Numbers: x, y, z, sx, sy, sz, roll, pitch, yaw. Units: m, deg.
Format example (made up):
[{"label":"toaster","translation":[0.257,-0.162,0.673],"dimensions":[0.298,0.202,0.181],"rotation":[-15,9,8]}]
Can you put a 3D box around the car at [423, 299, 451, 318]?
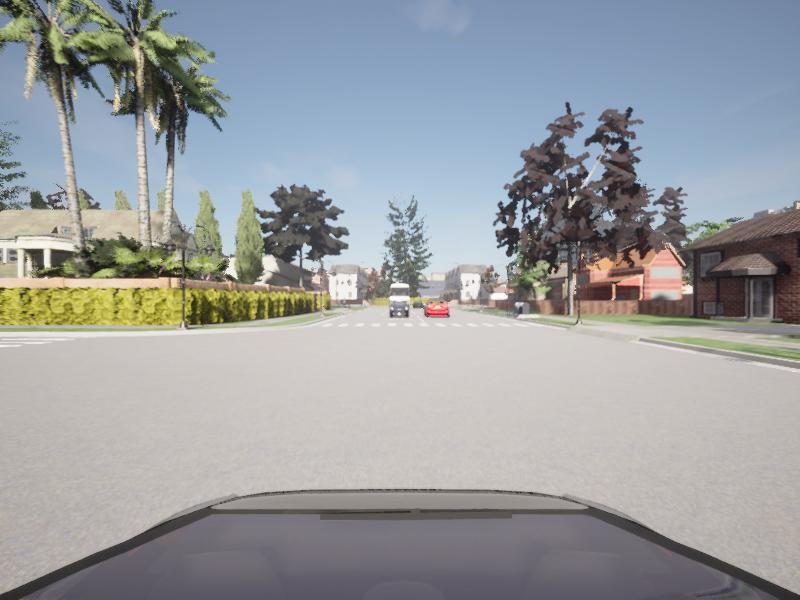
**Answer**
[{"label":"car","translation":[3.436,0.736,38.250],"dimensions":[2.242,1.667,4.611],"rotation":[0,0,0]}]

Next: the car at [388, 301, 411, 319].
[{"label":"car","translation":[-0.057,0.808,34.737],"dimensions":[1.845,1.501,3.633],"rotation":[0,0,0]}]

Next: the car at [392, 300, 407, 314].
[{"label":"car","translation":[-0.076,0.774,49.008],"dimensions":[1.801,1.575,5.366],"rotation":[0,0,0]}]

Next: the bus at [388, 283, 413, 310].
[{"label":"bus","translation":[0.037,-0.569,69.056],"dimensions":[3.944,4.253,10.273],"rotation":[0,0,-1]}]
